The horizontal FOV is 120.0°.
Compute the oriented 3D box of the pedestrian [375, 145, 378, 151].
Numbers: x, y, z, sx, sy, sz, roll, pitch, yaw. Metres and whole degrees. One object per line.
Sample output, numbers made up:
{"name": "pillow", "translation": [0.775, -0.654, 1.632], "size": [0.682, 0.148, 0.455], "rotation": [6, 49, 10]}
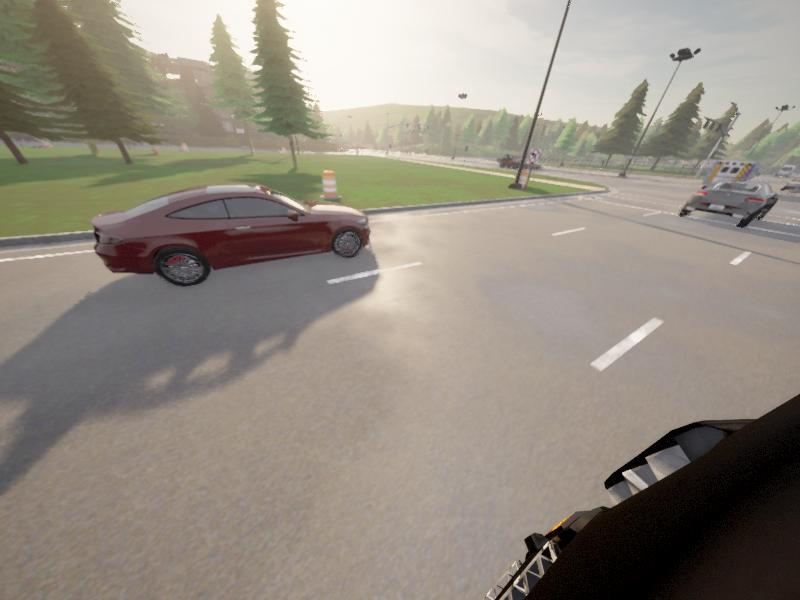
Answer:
{"name": "pedestrian", "translation": [-9.041, -58.392, 88.894], "size": [0.751, 1.860, 0.751], "rotation": [-13, 37, -23]}

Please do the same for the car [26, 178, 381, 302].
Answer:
{"name": "car", "translation": [-2.905, -1.595, 4.803], "size": [4.674, 1.442, 1.812], "rotation": [-16, 38, -26]}

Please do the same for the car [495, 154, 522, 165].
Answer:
{"name": "car", "translation": [24.178, -31.616, 51.881], "size": [1.930, 1.638, 5.238], "rotation": [-15, 38, -25]}

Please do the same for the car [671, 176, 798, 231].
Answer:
{"name": "car", "translation": [15.350, -4.600, 10.624], "size": [5.027, 1.651, 2.152], "rotation": [-16, 38, -26]}

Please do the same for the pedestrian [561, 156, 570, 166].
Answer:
{"name": "pedestrian", "translation": [37.778, -31.808, 52.747], "size": [0.751, 1.860, 0.751], "rotation": [-13, 37, -23]}

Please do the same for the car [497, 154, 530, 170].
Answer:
{"name": "car", "translation": [17.581, -21.530, 35.981], "size": [1.905, 1.878, 3.866], "rotation": [-15, 38, -25]}

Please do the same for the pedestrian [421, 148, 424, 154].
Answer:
{"name": "pedestrian", "translation": [8.289, -56.113, 86.846], "size": [0.751, 1.860, 0.751], "rotation": [-7, 35, -15]}

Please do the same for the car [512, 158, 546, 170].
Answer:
{"name": "car", "translation": [20.793, -21.973, 37.376], "size": [1.994, 1.385, 4.181], "rotation": [-15, 38, -25]}

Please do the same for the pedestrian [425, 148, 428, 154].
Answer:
{"name": "pedestrian", "translation": [9.708, -54.198, 84.085], "size": [0.751, 1.860, 0.751], "rotation": [-6, 35, -14]}

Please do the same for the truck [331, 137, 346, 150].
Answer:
{"name": "truck", "translation": [-23.614, -60.064, 88.769], "size": [2.891, 3.827, 8.468], "rotation": [-16, 38, -26]}

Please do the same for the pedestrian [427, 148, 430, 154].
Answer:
{"name": "pedestrian", "translation": [10.417, -54.086, 83.974], "size": [0.751, 1.860, 0.751], "rotation": [16, 36, 18]}

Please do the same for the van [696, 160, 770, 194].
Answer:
{"name": "van", "translation": [31.798, -11.828, 22.073], "size": [6.366, 2.431, 2.351], "rotation": [-16, 38, -26]}

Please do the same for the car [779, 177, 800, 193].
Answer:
{"name": "car", "translation": [43.539, -12.452, 24.976], "size": [4.718, 1.301, 1.895], "rotation": [-16, 38, -26]}

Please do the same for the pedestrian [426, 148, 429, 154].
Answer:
{"name": "pedestrian", "translation": [10.116, -54.480, 84.541], "size": [0.751, 1.860, 0.751], "rotation": [-2, 34, -8]}

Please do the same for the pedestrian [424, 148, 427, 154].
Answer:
{"name": "pedestrian", "translation": [9.288, -54.628, 84.697], "size": [0.751, 1.860, 0.751], "rotation": [-13, 37, -23]}

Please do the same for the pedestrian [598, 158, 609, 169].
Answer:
{"name": "pedestrian", "translation": [41.120, -27.624, 46.734], "size": [0.751, 1.860, 0.751], "rotation": [-13, 37, -23]}
